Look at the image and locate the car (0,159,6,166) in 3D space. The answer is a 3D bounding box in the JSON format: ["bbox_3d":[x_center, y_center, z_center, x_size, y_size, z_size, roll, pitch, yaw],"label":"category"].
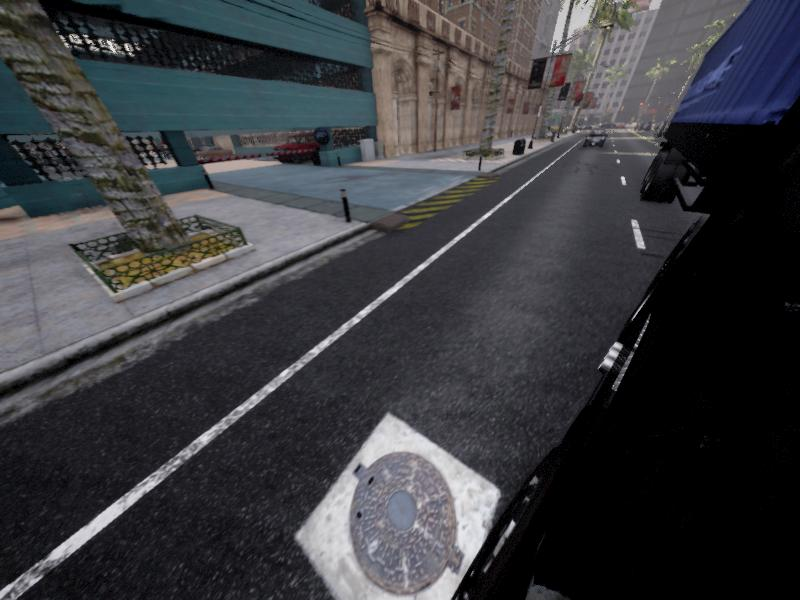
[{"bbox_3d":[-69.611,-22.991,38.306,1.851,1.617,3.988,21,43,29],"label":"car"}]

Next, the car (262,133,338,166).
[{"bbox_3d":[-8.780,-13.736,20.915,2.435,2.045,5.566,21,43,29],"label":"car"}]

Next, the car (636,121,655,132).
[{"bbox_3d":[51.069,-36.150,48.132,2.033,1.649,4.856,22,43,29],"label":"car"}]

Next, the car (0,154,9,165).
[{"bbox_3d":[-72.452,-24.253,39.918,1.932,1.855,4.605,21,43,29],"label":"car"}]

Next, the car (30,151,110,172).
[{"bbox_3d":[-36.882,-15.675,25.998,2.128,1.511,4.902,21,43,29],"label":"car"}]

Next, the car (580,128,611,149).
[{"bbox_3d":[19.340,-15.953,22.838,1.845,1.501,3.633,21,42,29],"label":"car"}]

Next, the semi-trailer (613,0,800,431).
[{"bbox_3d":[7.980,-3.991,4.858,2.717,4.402,14.254,26,45,32],"label":"semi-trailer"}]

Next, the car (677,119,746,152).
[{"bbox_3d":[23.665,-12.683,17.798,1.905,1.878,3.866,21,43,29],"label":"car"}]

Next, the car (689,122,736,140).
[{"bbox_3d":[35.928,-19.618,26.718,1.882,1.535,5.008,21,42,29],"label":"car"}]

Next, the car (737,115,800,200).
[{"bbox_3d":[14.563,-4.837,7.591,2.150,2.045,5.566,21,43,29],"label":"car"}]

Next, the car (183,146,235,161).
[{"bbox_3d":[-24.319,-18.833,29.613,1.895,1.301,4.718,21,43,29],"label":"car"}]

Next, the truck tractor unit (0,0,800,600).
[{"bbox_3d":[2.645,-0.295,0.351,6.516,4.208,3.053,-28,44,-30],"label":"truck tractor unit"}]

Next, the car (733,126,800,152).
[{"bbox_3d":[26.932,-11.687,16.727,1.895,1.301,4.718,21,43,29],"label":"car"}]

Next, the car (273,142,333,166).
[{"bbox_3d":[-8.731,-13.450,21.185,2.007,1.523,4.514,21,43,29],"label":"car"}]
